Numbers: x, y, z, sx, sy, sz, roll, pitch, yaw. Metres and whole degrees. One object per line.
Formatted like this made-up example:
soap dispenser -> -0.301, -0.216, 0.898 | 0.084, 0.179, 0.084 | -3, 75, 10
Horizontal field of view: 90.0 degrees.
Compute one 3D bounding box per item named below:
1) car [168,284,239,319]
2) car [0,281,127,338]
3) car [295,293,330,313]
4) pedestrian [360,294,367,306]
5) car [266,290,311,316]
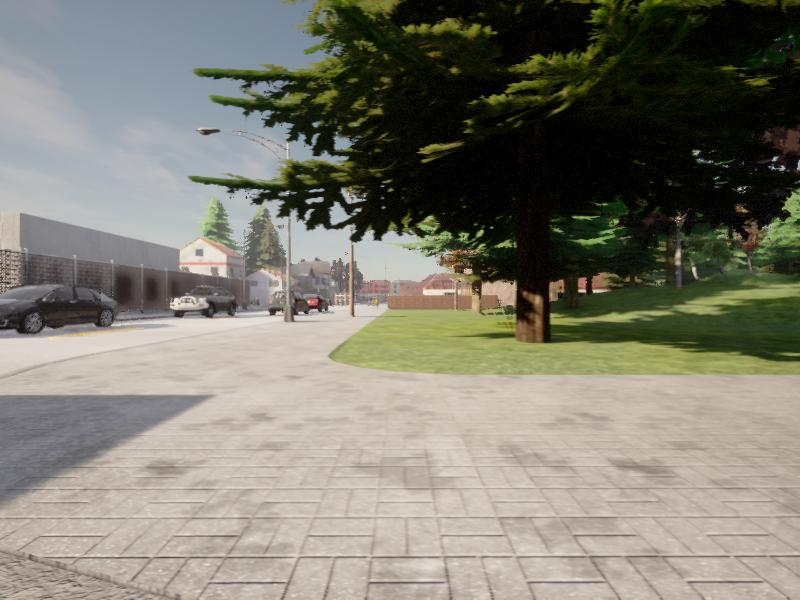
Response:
car -> -11.283, 0.065, 23.416 | 1.932, 1.855, 4.605 | 0, 0, 0
car -> -11.300, 0.258, 12.800 | 1.837, 1.490, 4.892 | 0, 0, -1
car -> -7.160, 0.237, 33.042 | 2.007, 1.525, 4.514 | 0, 0, -2
pedestrian -> -5.491, 0.044, 60.625 | 0.751, 1.860, 0.751 | 0, 0, 25
car -> -7.289, 0.197, 26.537 | 1.851, 1.617, 3.988 | 0, 0, 0
